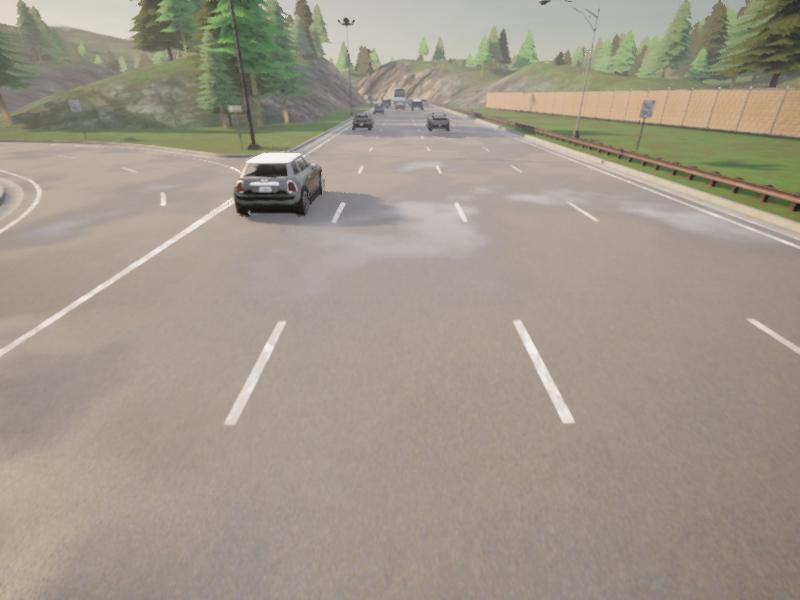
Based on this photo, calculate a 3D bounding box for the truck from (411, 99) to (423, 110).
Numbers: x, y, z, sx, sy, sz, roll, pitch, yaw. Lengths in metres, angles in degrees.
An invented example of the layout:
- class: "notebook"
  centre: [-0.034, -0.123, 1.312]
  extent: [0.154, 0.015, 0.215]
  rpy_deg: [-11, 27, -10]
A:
- class: "truck"
  centre: [3.520, -40.848, 83.499]
  extent: [2.390, 2.098, 6.274]
  rpy_deg: [0, 27, 0]

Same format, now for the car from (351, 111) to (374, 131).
- class: "car"
  centre: [-3.530, -17.250, 38.466]
  extent: [1.816, 1.474, 4.193]
  rpy_deg: [0, 27, 0]

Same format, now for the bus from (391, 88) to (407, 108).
- class: "bus"
  centre: [-0.206, -51.786, 102.387]
  extent: [3.944, 4.253, 10.273]
  rpy_deg: [0, 27, 0]

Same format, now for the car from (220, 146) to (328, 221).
- class: "car"
  centre: [-3.512, -3.630, 12.048]
  extent: [1.970, 1.475, 3.806]
  rpy_deg: [0, 27, 0]

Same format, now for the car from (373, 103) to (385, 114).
- class: "car"
  centre: [-3.543, -32.666, 68.306]
  extent: [1.851, 1.617, 3.988]
  rpy_deg: [0, 27, 0]

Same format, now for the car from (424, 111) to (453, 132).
- class: "car"
  centre: [3.473, -16.484, 36.892]
  extent: [2.128, 1.511, 4.902]
  rpy_deg: [0, 27, 0]
